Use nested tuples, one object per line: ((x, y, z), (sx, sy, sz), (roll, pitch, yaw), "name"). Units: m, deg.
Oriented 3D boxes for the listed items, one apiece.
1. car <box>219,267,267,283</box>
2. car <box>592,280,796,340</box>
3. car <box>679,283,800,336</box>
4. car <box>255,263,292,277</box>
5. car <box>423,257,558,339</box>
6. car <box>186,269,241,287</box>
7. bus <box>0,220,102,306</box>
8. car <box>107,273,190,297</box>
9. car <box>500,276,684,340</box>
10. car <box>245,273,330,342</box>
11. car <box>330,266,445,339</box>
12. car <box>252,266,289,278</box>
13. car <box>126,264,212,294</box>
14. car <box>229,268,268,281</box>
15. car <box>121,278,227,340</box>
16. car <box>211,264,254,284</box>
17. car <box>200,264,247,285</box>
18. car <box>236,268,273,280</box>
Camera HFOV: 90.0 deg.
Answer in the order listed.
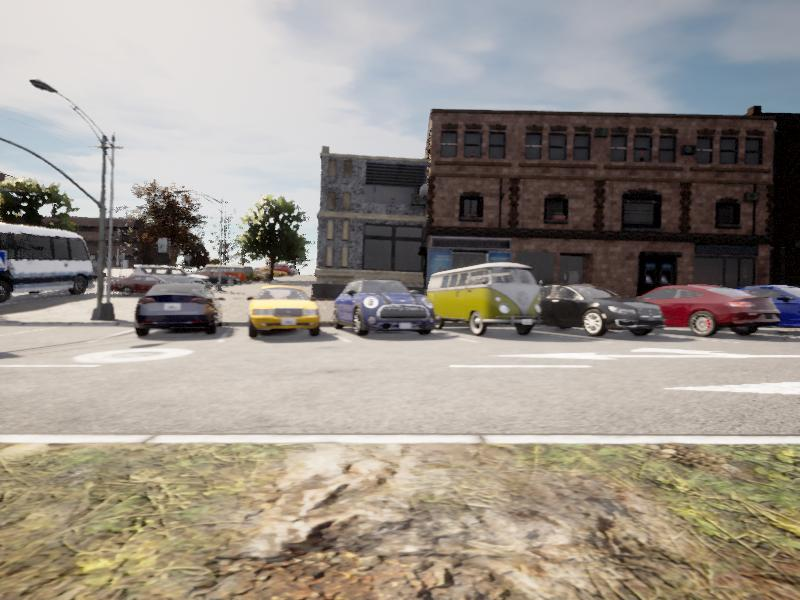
((-19.255, -3.061, 49.101), (5.366, 1.575, 1.946), (1, 5, -25), "car")
((8.429, 0.276, 12.132), (2.002, 1.452, 4.674), (0, -1, -19), "car")
((11.453, 0.281, 12.074), (2.002, 1.452, 4.674), (1, -1, -19), "car")
((-21.232, -5.007, 66.948), (5.566, 2.045, 2.435), (1, 6, -26), "car")
((2.433, -0.001, 12.108), (1.878, 1.987, 4.442), (1, -1, -20), "car")
((-18.584, -2.211, 40.026), (4.892, 1.521, 2.231), (1, 5, -25), "car")
((-22.132, -2.141, 22.339), (3.944, 4.253, 10.273), (2, 5, -5), "bus")
((-17.446, -1.043, 28.050), (4.674, 1.452, 2.002), (1, 5, -26), "car")
((5.411, 0.232, 12.191), (2.231, 1.521, 4.892), (1, -1, -20), "car")
((-3.585, 0.211, 12.042), (1.946, 1.575, 5.366), (1, -1, -21), "car")
((-0.639, 0.096, 12.256), (2.185, 1.767, 4.553), (1, -1, -20), "car")
((-20.738, -4.475, 64.071), (5.366, 1.575, 1.946), (1, 5, -26), "car")
((-17.696, -1.615, 31.033), (5.566, 2.045, 2.435), (1, 5, -25), "car")
((-19.703, -3.302, 52.022), (4.674, 1.452, 2.002), (1, 6, -26), "car")
((-6.628, 0.247, 12.373), (2.163, 1.488, 4.792), (0, -1, -21), "car")
((-19.233, -3.003, 45.949), (4.442, 1.987, 1.878), (1, 6, -25), "car")
((-18.949, -2.720, 42.947), (4.442, 1.987, 1.878), (1, 6, -25), "car")
((-20.003, -3.586, 55.022), (4.674, 1.452, 2.002), (1, 5, -26), "car")
